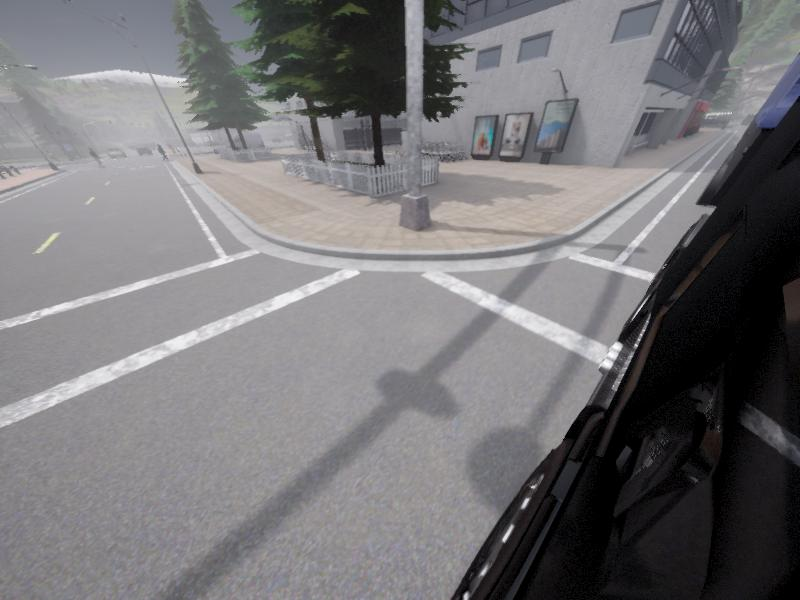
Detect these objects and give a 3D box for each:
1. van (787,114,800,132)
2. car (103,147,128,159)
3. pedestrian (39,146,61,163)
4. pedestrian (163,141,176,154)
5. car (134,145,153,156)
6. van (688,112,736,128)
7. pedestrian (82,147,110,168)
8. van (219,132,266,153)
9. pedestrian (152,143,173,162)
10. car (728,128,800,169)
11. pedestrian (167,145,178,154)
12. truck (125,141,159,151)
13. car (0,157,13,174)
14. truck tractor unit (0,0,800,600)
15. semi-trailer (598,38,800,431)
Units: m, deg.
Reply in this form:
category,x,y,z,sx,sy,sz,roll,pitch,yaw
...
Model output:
category,x,y,z,sx,sy,sz,roll,pitch,yaw
van,48.869,-21.309,27.400,4.480,2.038,2.069,-28,43,-30
car,-47.974,-24.906,39.051,2.007,1.525,4.514,-29,44,-31
pedestrian,-48.961,-20.345,32.326,0.751,1.860,0.751,-27,43,-29
pedestrian,-38.667,-25.581,38.772,0.751,1.860,0.751,-22,41,-23
car,-47.345,-27.633,42.696,1.837,1.490,4.892,-29,44,-31
van,54.499,-31.470,40.451,2.069,2.038,4.480,-29,44,-31
pedestrian,-32.464,-15.211,24.677,0.751,1.860,0.751,-15,38,-16
van,-26.702,-26.883,39.439,5.915,2.561,1.988,-29,44,-31
pedestrian,-28.770,-17.895,28.033,0.751,1.860,0.751,11,39,18
car,18.904,-7.789,11.758,4.181,1.385,1.994,-28,43,-30
pedestrian,-38.067,-25.233,38.734,0.751,1.300,0.751,-32,45,-33
truck,-74.843,-44.844,67.132,6.274,2.098,2.390,-29,44,-30
car,-44.557,-13.691,23.726,4.514,1.525,2.007,-26,43,-28
truck tractor unit,2.645,-0.295,0.351,6.516,4.208,3.053,-28,44,-30
semi-trailer,8.697,-3.600,4.238,14.254,4.402,2.717,-28,43,-30
